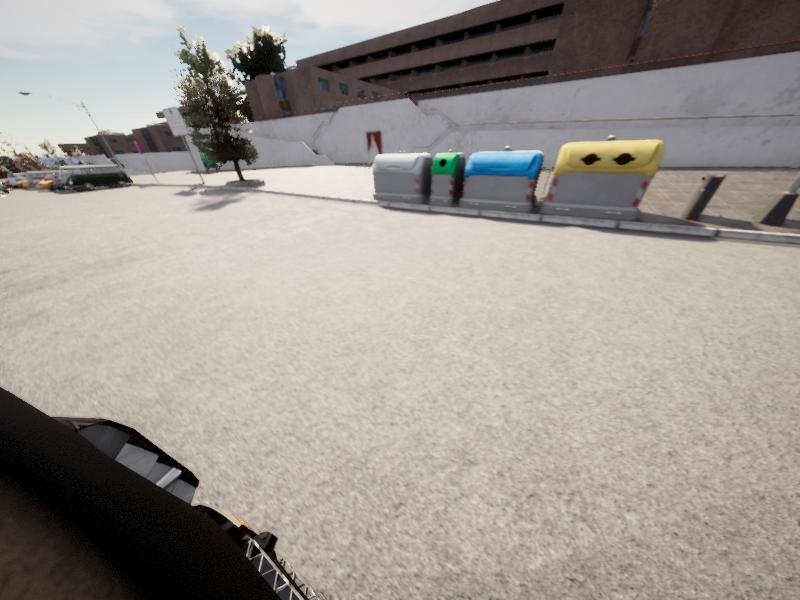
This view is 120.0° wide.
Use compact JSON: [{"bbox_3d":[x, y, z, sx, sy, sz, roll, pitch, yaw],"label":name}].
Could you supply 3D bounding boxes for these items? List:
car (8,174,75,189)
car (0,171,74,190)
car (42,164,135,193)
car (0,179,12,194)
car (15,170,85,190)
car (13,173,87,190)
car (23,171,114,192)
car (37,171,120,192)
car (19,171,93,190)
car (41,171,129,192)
[{"bbox_3d":[-54.268,-18.058,35.188,2.097,1.535,5.008,3,32,10],"label":"car"},{"bbox_3d":[-56.854,-18.955,36.421,2.435,2.045,5.566,2,32,11],"label":"car"},{"bbox_3d":[-28.589,-11.419,21.546,1.878,1.987,4.442,3,32,10],"label":"car"},{"bbox_3d":[-46.494,-12.858,26.183,3.633,1.501,1.845,15,37,27],"label":"car"},{"bbox_3d":[-46.586,-16.158,30.941,1.878,1.987,4.442,3,32,10],"label":"car"},{"bbox_3d":[-49.102,-16.806,32.653,1.946,1.575,5.366,3,32,10],"label":"car"},{"bbox_3d":[-36.303,-13.225,25.633,1.946,1.575,5.366,3,32,10],"label":"car"},{"bbox_3d":[-33.697,-12.611,24.470,2.002,1.452,4.674,3,32,10],"label":"car"},{"bbox_3d":[-43.986,-15.474,29.775,2.185,1.767,4.553,3,32,10],"label":"car"},{"bbox_3d":[-31.133,-11.931,23.125,2.002,1.452,4.674,3,32,10],"label":"car"}]
